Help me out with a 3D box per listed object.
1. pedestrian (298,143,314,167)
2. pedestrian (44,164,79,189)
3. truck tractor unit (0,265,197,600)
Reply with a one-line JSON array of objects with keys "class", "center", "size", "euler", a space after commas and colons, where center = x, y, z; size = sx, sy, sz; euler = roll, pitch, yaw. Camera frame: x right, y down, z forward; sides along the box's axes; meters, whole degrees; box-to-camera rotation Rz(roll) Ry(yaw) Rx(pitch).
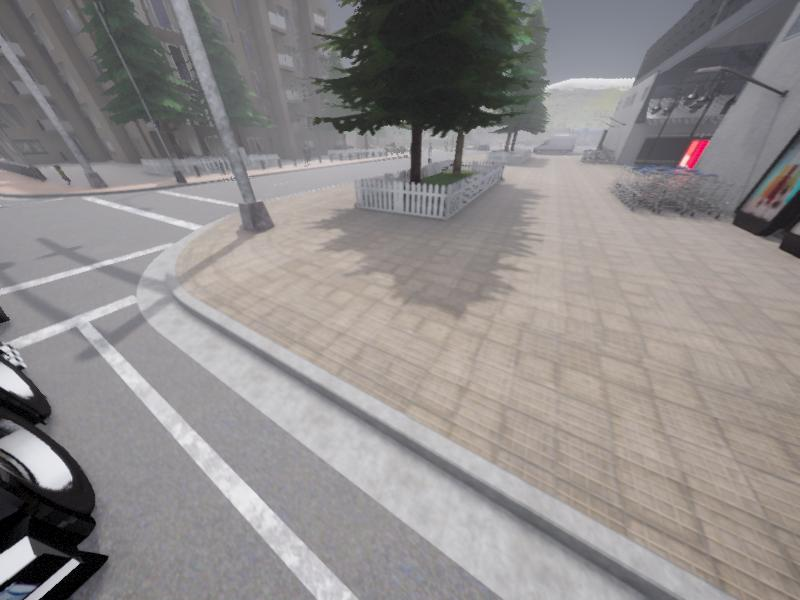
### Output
[{"class": "pedestrian", "center": [-8.975, -13.865, 22.095], "size": [0.751, 1.860, 0.751], "euler": [17, 38, 23]}, {"class": "pedestrian", "center": [-18.334, -6.699, 12.523], "size": [0.500, 1.100, 0.500], "euler": [14, 37, 20]}, {"class": "truck tractor unit", "center": [-5.113, -0.298, 0.779], "size": [6.516, 4.208, 3.053], "euler": [18, 39, 24]}]
